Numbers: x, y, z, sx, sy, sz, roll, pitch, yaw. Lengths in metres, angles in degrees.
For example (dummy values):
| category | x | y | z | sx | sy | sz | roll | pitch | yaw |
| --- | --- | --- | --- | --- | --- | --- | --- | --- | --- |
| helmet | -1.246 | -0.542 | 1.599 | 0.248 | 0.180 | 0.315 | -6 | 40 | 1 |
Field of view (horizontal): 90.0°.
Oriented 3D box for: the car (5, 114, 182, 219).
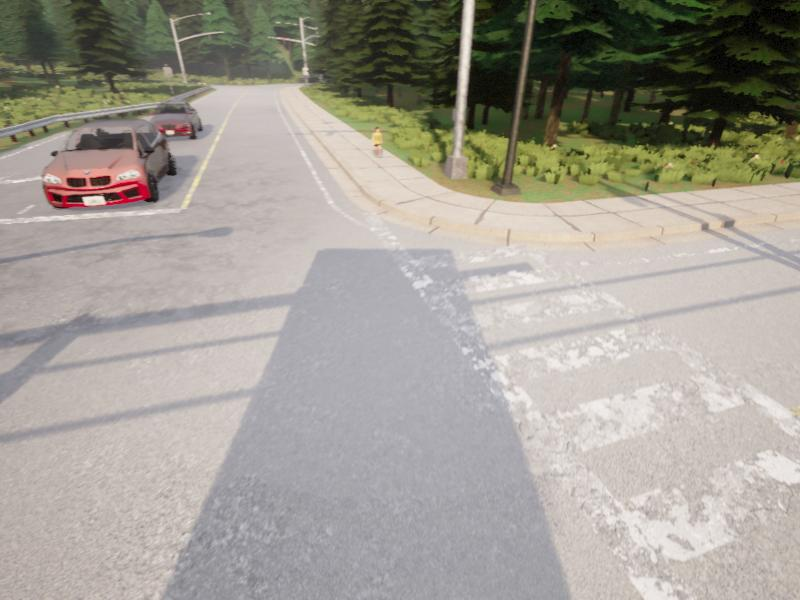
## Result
| category | x | y | z | sx | sy | sz | roll | pitch | yaw |
| --- | --- | --- | --- | --- | --- | --- | --- | --- | --- |
| car | -7.601 | -3.790 | 10.677 | 2.242 | 1.667 | 4.611 | -8 | 31 | -15 |

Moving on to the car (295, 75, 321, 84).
| category | x | y | z | sx | sy | sz | roll | pitch | yaw |
| --- | --- | --- | --- | --- | --- | --- | --- | --- | --- |
| car | -17.076 | -40.994 | 74.332 | 1.812 | 1.442 | 4.674 | 21 | 36 | 31 |

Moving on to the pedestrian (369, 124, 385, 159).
| category | x | y | z | sx | sy | sz | roll | pitch | yaw |
| --- | --- | --- | --- | --- | --- | --- | --- | --- | --- |
| pedestrian | -0.815 | -5.627 | 14.185 | 0.500 | 1.100 | 0.500 | -6 | 31 | -11 |

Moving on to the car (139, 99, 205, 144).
| category | x | y | z | sx | sy | sz | roll | pitch | yaw |
| --- | --- | --- | --- | --- | --- | --- | --- | --- | --- |
| car | -10.596 | -8.528 | 18.906 | 1.816 | 1.474 | 4.193 | -8 | 31 | -15 |
